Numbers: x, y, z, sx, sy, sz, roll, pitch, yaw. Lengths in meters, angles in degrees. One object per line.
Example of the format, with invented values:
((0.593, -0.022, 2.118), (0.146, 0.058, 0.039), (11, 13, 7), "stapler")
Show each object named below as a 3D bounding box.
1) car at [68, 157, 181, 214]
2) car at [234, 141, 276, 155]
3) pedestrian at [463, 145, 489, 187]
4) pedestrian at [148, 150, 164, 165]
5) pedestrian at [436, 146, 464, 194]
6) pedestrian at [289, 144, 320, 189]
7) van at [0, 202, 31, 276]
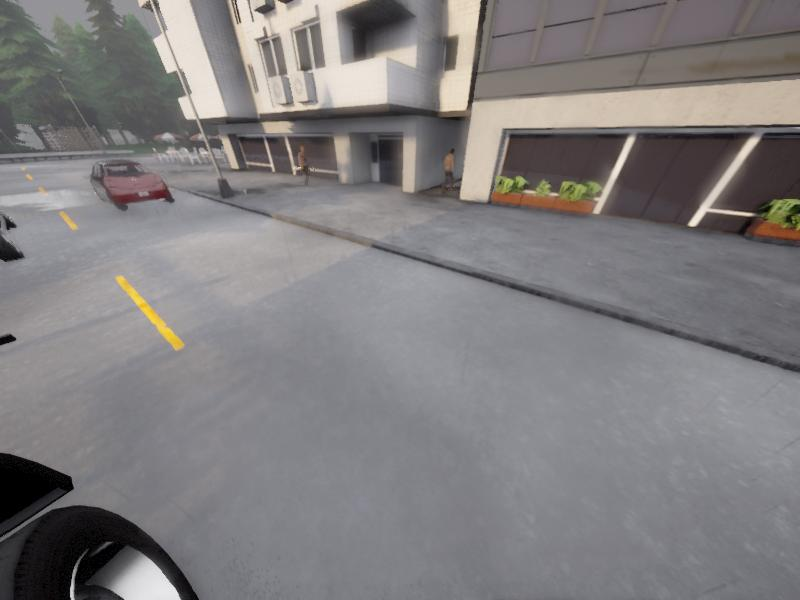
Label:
((-10.951, -4.711, 9.230), (3.633, 1.501, 1.845), (22, 41, 28), "car")
((-23.104, -24.372, 37.004), (1.930, 1.638, 5.238), (22, 41, 28), "car")
((4.048, -7.148, 12.342), (0.751, 1.860, 0.751), (28, 43, 33), "pedestrian")
((-22.315, -13.027, 21.131), (0.500, 1.100, 0.500), (23, 41, 29), "pedestrian")
((2.293, -6.003, 10.703), (0.751, 1.860, 0.751), (-29, 44, -35), "pedestrian")
((-4.749, -6.690, 11.598), (0.751, 1.860, 0.751), (21, 40, 27), "pedestrian")
((-10.686, -2.204, 4.789), (5.915, 2.561, 1.988), (22, 41, 28), "van")
